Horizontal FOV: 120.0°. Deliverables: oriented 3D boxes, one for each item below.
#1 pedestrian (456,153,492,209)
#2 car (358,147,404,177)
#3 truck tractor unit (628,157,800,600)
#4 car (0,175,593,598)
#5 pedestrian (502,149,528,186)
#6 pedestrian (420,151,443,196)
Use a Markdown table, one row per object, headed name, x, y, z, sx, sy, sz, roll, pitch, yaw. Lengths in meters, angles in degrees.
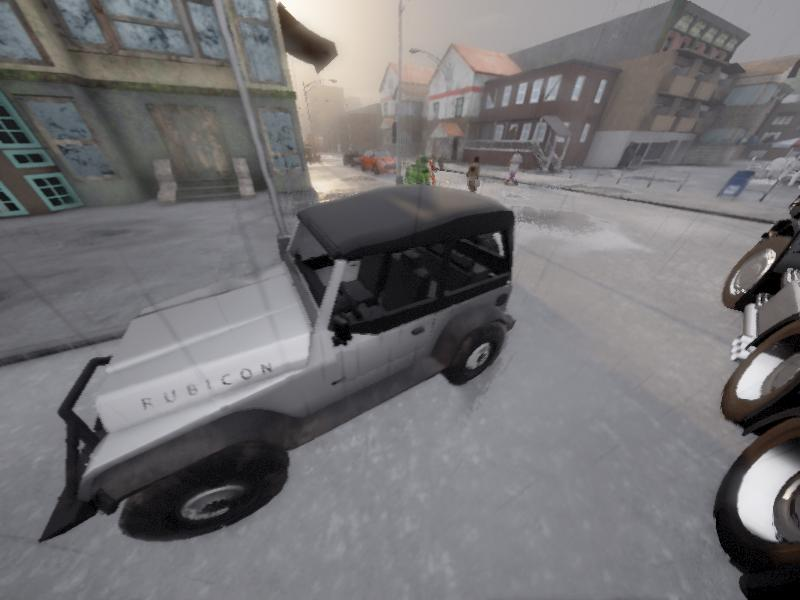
| name | x | y | z | sx | sy | sz | roll | pitch | yaw |
| --- | --- | --- | --- | --- | --- | --- | --- | --- | --- |
| pedestrian | 2.920 | -4.737 | 9.227 | 0.751 | 1.860 | 0.751 | -17 | 38 | -23 |
| car | -1.642 | -11.584 | 19.204 | 2.097 | 1.767 | 4.553 | -16 | 38 | -22 |
| truck tractor unit | 4.917 | -0.459 | 1.012 | 6.516 | 4.208 | 3.053 | -26 | 43 | -32 |
| car | -0.505 | 0.010 | 2.357 | 3.866 | 1.878 | 1.905 | -19 | 39 | -25 |
| pedestrian | 6.998 | -8.111 | 14.133 | 0.751 | 1.860 | 0.751 | -27 | 43 | -34 |
| pedestrian | 1.506 | -6.139 | 11.248 | 0.751 | 1.860 | 0.751 | -6 | 35 | -9 |
